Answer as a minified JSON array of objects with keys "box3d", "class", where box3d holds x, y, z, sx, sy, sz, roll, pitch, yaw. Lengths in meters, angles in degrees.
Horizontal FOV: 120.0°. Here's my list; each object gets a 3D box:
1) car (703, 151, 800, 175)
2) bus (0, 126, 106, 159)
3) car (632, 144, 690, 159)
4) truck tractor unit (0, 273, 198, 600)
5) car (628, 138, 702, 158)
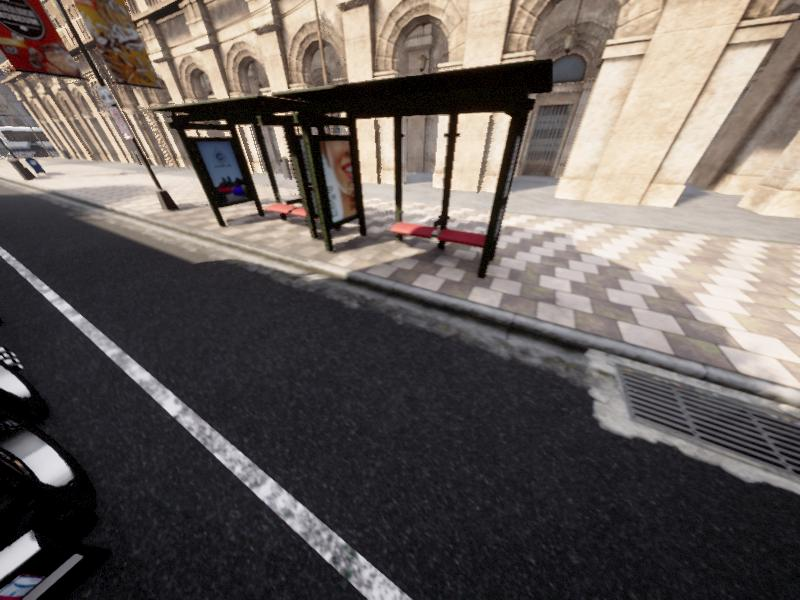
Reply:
[{"box3d":[25.948,-9.881,16.564,4.718,1.301,1.895,17,38,23],"class":"car"},{"box3d":[-61.076,-27.620,40.541,3.944,4.253,10.273,16,37,22],"class":"bus"},{"box3d":[33.907,-19.508,30.237,4.514,1.523,2.007,17,38,23],"class":"car"},{"box3d":[-5.128,-0.283,0.760,6.516,4.208,3.053,18,39,23],"class":"truck tractor unit"},{"box3d":[33.956,-19.814,29.990,5.566,2.045,2.435,17,38,23],"class":"car"}]
